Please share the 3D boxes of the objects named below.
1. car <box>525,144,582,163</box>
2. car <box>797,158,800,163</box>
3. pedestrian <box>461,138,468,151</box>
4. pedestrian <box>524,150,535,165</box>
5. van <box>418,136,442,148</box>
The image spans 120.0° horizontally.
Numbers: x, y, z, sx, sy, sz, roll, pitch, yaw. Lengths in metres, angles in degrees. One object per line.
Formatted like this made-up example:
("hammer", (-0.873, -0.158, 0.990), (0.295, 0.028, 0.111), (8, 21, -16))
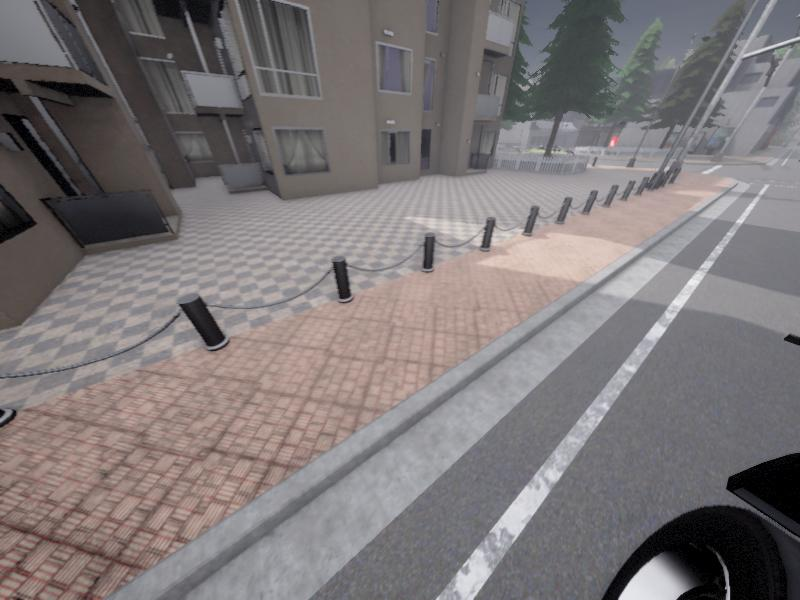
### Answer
("car", (16.583, -16.014, 25.205), (2.007, 1.525, 4.514), (-24, 41, -29))
("car", (42.491, -14.708, 23.272), (4.181, 1.385, 1.994), (-22, 41, -28))
("pedestrian", (11.382, -27.381, 40.772), (0.751, 1.860, 0.751), (-25, 42, -31))
("pedestrian", (11.555, -12.704, 20.603), (0.500, 1.100, 0.500), (27, 44, 33))
("van", (7.522, -39.693, 57.958), (5.915, 2.561, 1.988), (-23, 41, -29))
